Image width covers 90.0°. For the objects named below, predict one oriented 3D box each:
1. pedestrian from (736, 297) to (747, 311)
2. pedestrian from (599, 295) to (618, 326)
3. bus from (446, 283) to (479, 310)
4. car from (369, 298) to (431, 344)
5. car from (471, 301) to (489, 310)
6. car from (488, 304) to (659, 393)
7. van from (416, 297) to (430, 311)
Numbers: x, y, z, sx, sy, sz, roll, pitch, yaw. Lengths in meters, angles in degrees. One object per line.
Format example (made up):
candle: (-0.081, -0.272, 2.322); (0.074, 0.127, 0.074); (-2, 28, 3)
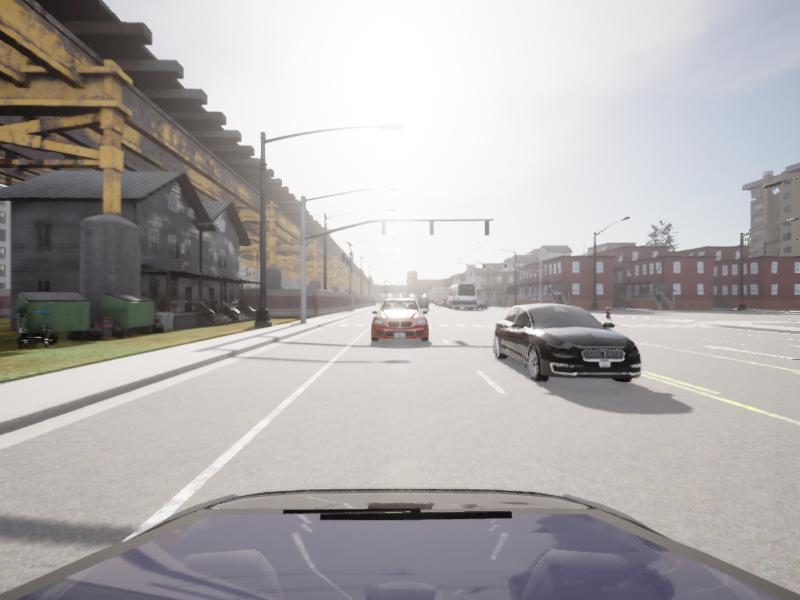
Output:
pedestrian: (44.934, 0.502, 52.610); (0.751, 1.860, 0.751); (0, 0, -1)
pedestrian: (12.977, 0.646, 24.918); (0.751, 1.860, 0.751); (0, 0, -4)
bus: (10.372, -0.512, 67.840); (3.944, 4.253, 10.273); (0, 0, 0)
car: (-0.001, 0.761, 16.660); (2.242, 1.667, 4.611); (0, 0, 0)
car: (13.995, 0.918, 70.266); (2.033, 1.411, 5.357); (0, 0, 0)
car: (3.499, 0.848, 9.266); (1.837, 1.490, 4.892); (0, 0, 0)
van: (3.493, 0.619, 61.472); (1.775, 1.987, 4.442); (0, 0, 0)
